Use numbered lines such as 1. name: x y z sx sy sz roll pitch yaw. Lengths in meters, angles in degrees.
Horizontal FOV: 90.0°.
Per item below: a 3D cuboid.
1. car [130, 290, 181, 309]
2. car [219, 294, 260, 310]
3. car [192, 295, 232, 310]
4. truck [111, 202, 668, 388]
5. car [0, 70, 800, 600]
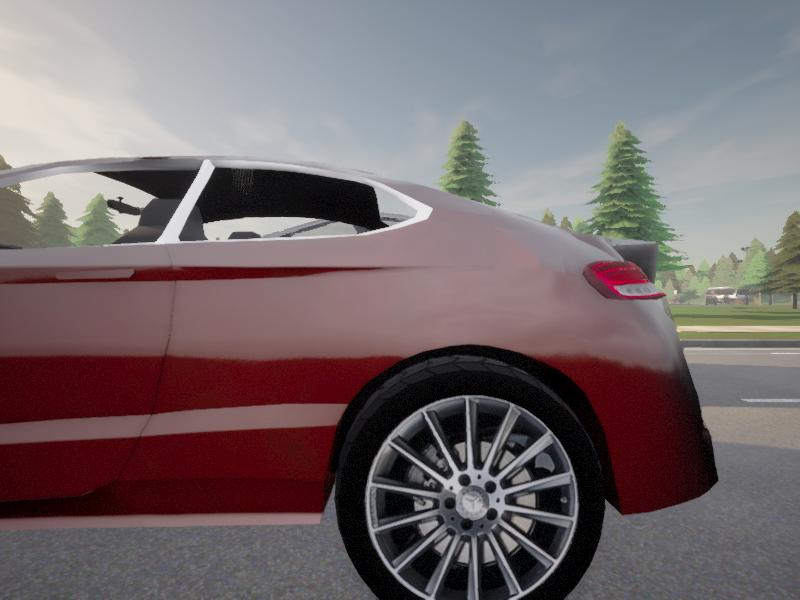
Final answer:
1. car: -26.592 -0.056 43.840 2.150 2.045 5.566 0 0 1
2. car: -16.132 0.222 40.544 2.128 1.511 4.902 0 0 1
3. car: -19.614 0.227 41.959 1.837 1.490 4.892 0 0 1
4. truck: -0.117 -0.058 5.701 6.274 2.098 2.390 0 0 0
5. car: -1.307 0.179 2.200 5.027 1.651 2.152 0 0 0
